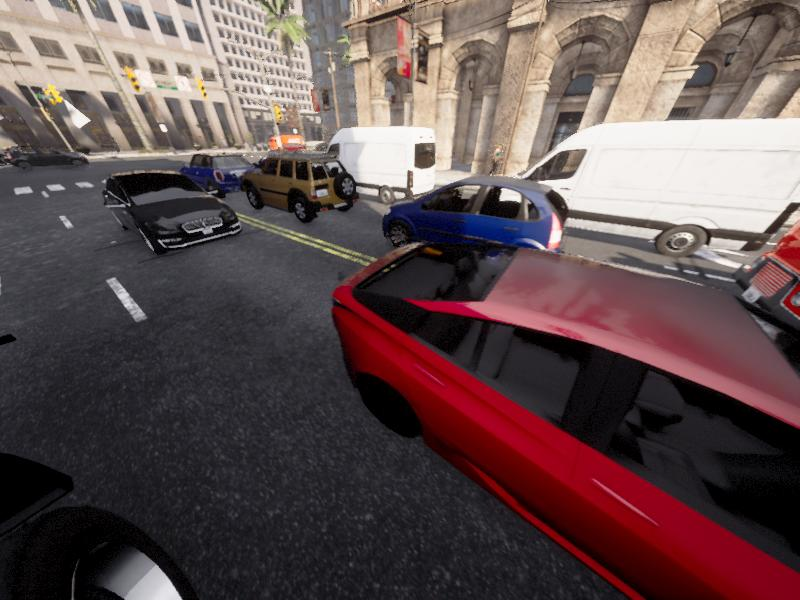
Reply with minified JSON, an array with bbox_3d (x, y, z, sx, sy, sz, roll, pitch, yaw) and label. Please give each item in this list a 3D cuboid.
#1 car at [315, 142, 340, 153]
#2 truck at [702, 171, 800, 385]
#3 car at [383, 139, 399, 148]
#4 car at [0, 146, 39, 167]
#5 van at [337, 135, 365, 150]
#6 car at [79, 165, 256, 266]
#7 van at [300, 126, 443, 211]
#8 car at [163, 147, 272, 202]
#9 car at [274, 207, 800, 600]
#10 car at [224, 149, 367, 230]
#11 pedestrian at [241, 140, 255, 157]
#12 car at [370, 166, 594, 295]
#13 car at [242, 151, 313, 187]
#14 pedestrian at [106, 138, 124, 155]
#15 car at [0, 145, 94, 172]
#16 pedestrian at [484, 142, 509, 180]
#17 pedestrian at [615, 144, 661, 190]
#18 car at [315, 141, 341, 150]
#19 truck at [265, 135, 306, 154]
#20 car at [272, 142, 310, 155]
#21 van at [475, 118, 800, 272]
[{"bbox_3d":[-13.072,-27.661,41.810,1.970,1.475,3.806,22,41,28],"label":"car"},{"bbox_3d":[7.204,0.132,1.641,5.204,2.467,2.627,22,41,28],"label":"truck"},{"bbox_3d":[-2.392,-42.945,63.329,2.185,1.767,4.553,22,41,28],"label":"car"},{"bbox_3d":[-36.354,-12.374,19.991,2.033,1.411,5.357,22,41,28],"label":"car"},{"bbox_3d":[-10.352,-33.775,49.555,1.988,2.561,5.915,22,41,28],"label":"van"},{"bbox_3d":[-6.316,-2.578,6.231,4.892,1.490,1.837,22,41,28],"label":"car"},{"bbox_3d":[-1.377,-5.895,10.072,5.915,2.561,1.988,22,41,28],"label":"van"},{"bbox_3d":[-8.563,-6.054,10.886,4.553,1.767,2.097,22,41,28],"label":"car"},{"bbox_3d":[1.527,0.653,1.676,4.514,1.525,2.007,22,41,28],"label":"car"},{"bbox_3d":[-3.608,-4.070,8.036,4.605,1.855,1.932,22,41,28],"label":"car"},{"bbox_3d":[-20.511,-20.444,31.129,0.751,1.860,0.751,21,40,27],"label":"pedestrian"},{"bbox_3d":[1.511,-1.855,5.166,3.988,1.617,1.851,22,41,28],"label":"car"},{"bbox_3d":[-7.244,-7.874,13.712,3.633,1.501,1.845,23,41,28],"label":"car"},{"bbox_3d":[-37.789,-20.379,30.636,0.751,1.860,0.751,26,43,32],"label":"pedestrian"},{"bbox_3d":[-28.712,-11.651,18.839,1.851,1.617,3.988,22,41,28],"label":"car"},{"bbox_3d":[5.805,-8.414,13.988,0.751,1.860,0.751,-22,41,-29],"label":"pedestrian"},{"bbox_3d":[11.541,-6.479,11.286,0.751,1.860,0.751,20,40,26],"label":"pedestrian"},{"bbox_3d":[-15.195,-32.591,48.795,2.163,1.488,4.792,22,41,28],"label":"car"},{"bbox_3d":[-19.356,-26.483,39.226,2.627,2.467,5.204,22,41,28],"label":"truck"},{"bbox_3d":[-17.297,-24.263,36.949,2.163,1.488,4.792,23,41,28],"label":"car"},{"bbox_3d":[5.471,-3.079,6.127,5.915,2.561,1.988,22,41,28],"label":"van"}]
